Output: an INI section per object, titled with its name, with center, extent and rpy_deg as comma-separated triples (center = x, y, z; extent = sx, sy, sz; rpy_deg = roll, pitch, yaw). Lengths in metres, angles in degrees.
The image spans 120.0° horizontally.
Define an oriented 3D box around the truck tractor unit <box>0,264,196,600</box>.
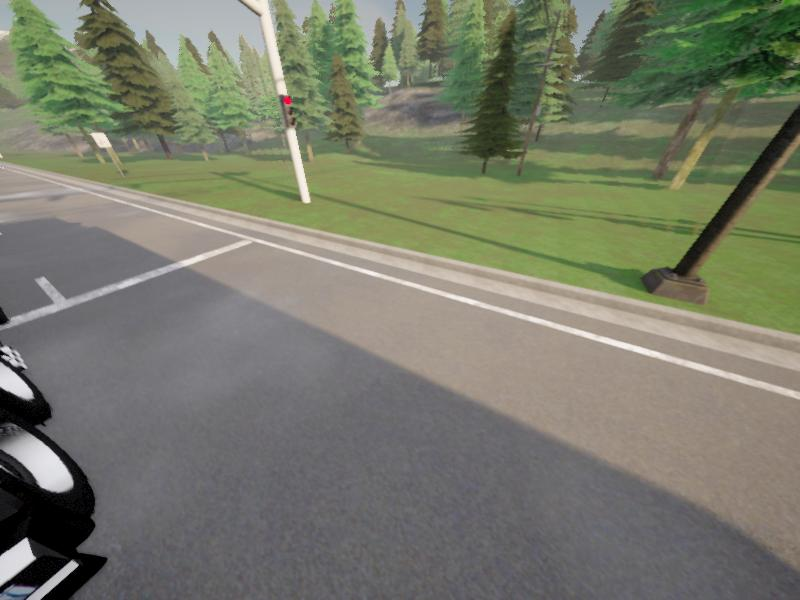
[truck tractor unit]
center = -5.111, -0.301, 0.788
extent = 6.516, 4.208, 3.053
rpy_deg = 18, 39, 24
